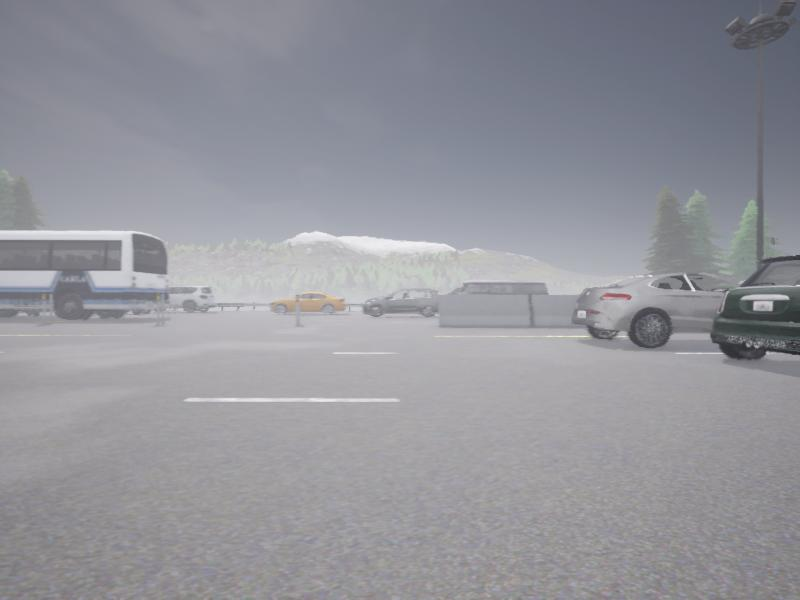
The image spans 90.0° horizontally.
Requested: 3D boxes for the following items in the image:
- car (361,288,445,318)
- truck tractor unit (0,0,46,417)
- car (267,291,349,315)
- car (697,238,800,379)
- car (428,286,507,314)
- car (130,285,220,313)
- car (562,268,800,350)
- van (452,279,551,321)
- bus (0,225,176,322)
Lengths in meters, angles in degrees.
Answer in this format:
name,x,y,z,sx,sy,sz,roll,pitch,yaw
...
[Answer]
name,x,y,z,sx,sy,sz,roll,pitch,yaw
car,0.174,0.156,23.198,4.611,1.667,2.242,0,0,0
truck tractor unit,-6.552,-1.139,2.191,6.516,4.208,3.053,0,0,0
car,-6.031,0.208,26.682,5.008,1.535,1.882,0,0,0
car,7.305,0.108,5.717,4.553,1.767,2.097,0,0,0
car,4.983,-0.022,30.211,5.566,2.045,2.150,0,0,0
car,-16.829,-0.068,30.155,5.566,2.045,2.150,0,0,0
car,6.679,0.193,9.215,5.027,1.651,2.152,0,0,0
van,4.884,0.008,19.710,4.442,1.987,1.775,0,0,0
bus,-17.164,-1.172,19.532,10.273,4.253,3.944,0,0,0
